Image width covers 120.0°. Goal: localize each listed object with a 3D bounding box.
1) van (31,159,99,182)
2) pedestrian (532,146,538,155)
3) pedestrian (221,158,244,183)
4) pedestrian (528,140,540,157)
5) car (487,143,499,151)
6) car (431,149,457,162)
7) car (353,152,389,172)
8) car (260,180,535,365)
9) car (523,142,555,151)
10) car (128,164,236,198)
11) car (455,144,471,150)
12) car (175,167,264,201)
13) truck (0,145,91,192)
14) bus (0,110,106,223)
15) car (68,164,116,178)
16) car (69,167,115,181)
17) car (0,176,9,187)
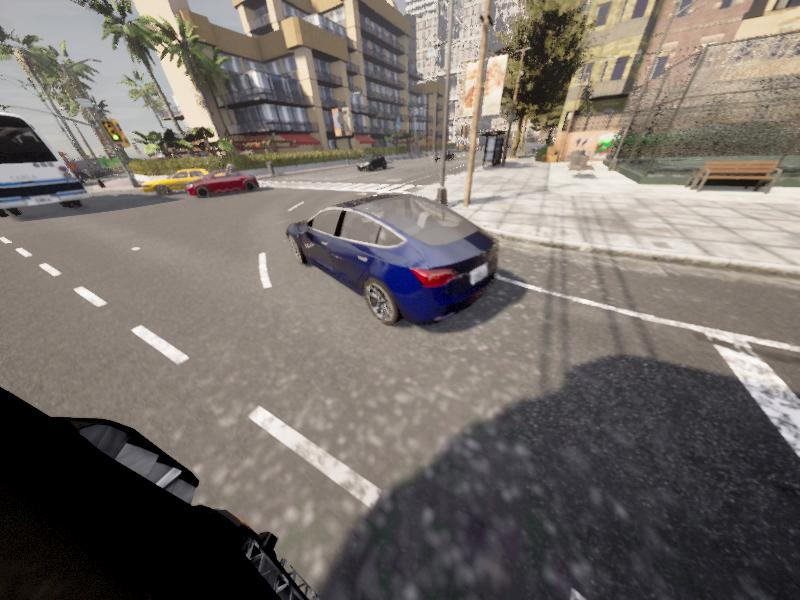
[{"bbox_3d":[-50.963,-19.934,35.480,1.988,2.561,5.915,-8,34,-6],"label":"van"},{"bbox_3d":[20.389,-22.593,34.863,0.500,1.100,0.500,18,39,28],"label":"pedestrian"},{"bbox_3d":[-15.000,-11.604,20.766,0.751,1.860,0.751,10,36,19],"label":"pedestrian"},{"bbox_3d":[17.900,-20.253,30.869,0.751,1.860,0.751,20,40,30],"label":"pedestrian"},{"bbox_3d":[25.046,-41.218,62.230,2.033,1.649,4.856,15,38,25],"label":"car"},{"bbox_3d":[6.663,-21.571,34.459,2.033,1.411,5.357,15,38,25],"label":"car"},{"bbox_3d":[-3.143,-15.331,25.690,1.851,1.617,3.988,15,38,25],"label":"car"},{"bbox_3d":[-0.559,-1.199,4.441,2.163,1.488,4.792,-29,41,-33],"label":"car"},{"bbox_3d":[30.143,-33.385,50.313,2.033,1.411,5.357,-29,42,-33],"label":"car"},{"bbox_3d":[-15.477,-8.798,16.899,5.366,1.575,1.801,-22,38,-26],"label":"car"},{"bbox_3d":[23.884,-58.340,88.036,5.366,1.575,1.801,17,39,27],"label":"car"},{"bbox_3d":[-11.785,-7.782,15.276,4.181,1.385,1.994,-29,41,-33],"label":"car"},{"bbox_3d":[-39.188,-14.646,25.483,2.891,3.827,8.468,-23,39,-27],"label":"truck"},{"bbox_3d":[-22.320,-7.305,12.788,10.273,4.253,3.944,15,38,25],"label":"bus"},{"bbox_3d":[-55.341,-23.309,41.702,2.152,1.651,5.027,-4,34,-1],"label":"car"},{"bbox_3d":[-47.320,-19.524,35.637,1.994,1.385,4.181,-9,34,-9],"label":"car"},{"bbox_3d":[-51.658,-14.244,27.927,2.007,1.525,4.514,-14,35,-16],"label":"car"}]
